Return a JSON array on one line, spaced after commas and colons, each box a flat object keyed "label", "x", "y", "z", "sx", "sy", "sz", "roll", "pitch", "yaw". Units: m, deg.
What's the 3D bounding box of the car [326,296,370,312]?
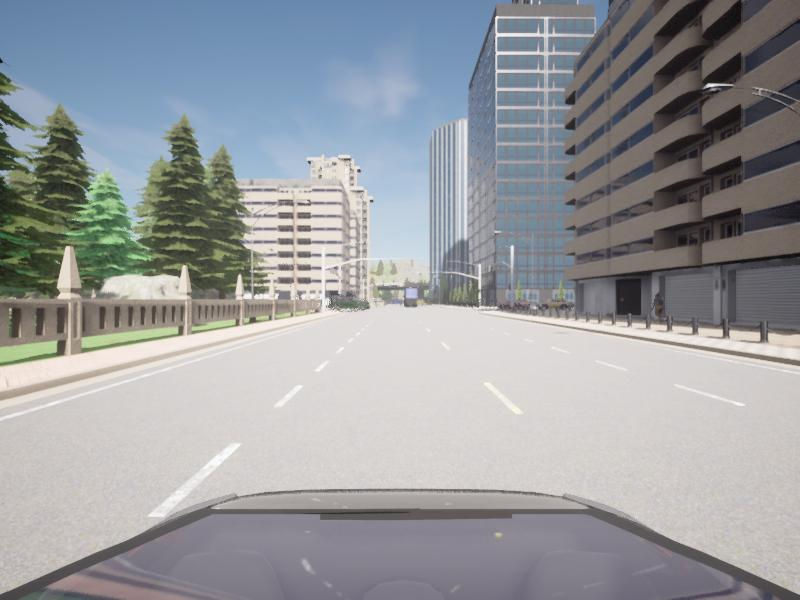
[{"label": "car", "x": -6.786, "y": 0.543, "z": 52.676, "sx": 5.566, "sy": 2.045, "sz": 2.150, "roll": 1, "pitch": 0, "yaw": 0}]

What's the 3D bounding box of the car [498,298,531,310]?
[{"label": "car", "x": 18.110, "y": 0.642, "z": 63.311, "sx": 4.553, "sy": 1.767, "sz": 2.097, "roll": 0, "pitch": 0, "yaw": 0}]

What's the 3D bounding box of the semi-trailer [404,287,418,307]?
[{"label": "semi-trailer", "x": 2.435, "y": -0.614, "z": 95.114, "sx": 2.717, "sy": 4.402, "sz": 14.254, "roll": 0, "pitch": 0, "yaw": -1}]

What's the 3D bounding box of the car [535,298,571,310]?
[{"label": "car", "x": 22.836, "y": 0.600, "z": 59.821, "sx": 4.605, "sy": 1.855, "sz": 1.932, "roll": 0, "pitch": 0, "yaw": 0}]

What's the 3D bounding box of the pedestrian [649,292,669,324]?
[{"label": "pedestrian", "x": 15.638, "y": 0.484, "z": 24.165, "sx": 0.751, "sy": 1.860, "sz": 0.751, "roll": 0, "pitch": 0, "yaw": -9}]

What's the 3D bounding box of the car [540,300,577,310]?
[{"label": "car", "x": 25.061, "y": 0.784, "z": 63.333, "sx": 4.902, "sy": 1.511, "sz": 2.128, "roll": 0, "pitch": 0, "yaw": 0}]

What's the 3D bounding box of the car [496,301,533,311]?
[{"label": "car", "x": 16.052, "y": 0.817, "z": 56.288, "sx": 4.674, "sy": 1.442, "sz": 1.812, "roll": 0, "pitch": 0, "yaw": 0}]
